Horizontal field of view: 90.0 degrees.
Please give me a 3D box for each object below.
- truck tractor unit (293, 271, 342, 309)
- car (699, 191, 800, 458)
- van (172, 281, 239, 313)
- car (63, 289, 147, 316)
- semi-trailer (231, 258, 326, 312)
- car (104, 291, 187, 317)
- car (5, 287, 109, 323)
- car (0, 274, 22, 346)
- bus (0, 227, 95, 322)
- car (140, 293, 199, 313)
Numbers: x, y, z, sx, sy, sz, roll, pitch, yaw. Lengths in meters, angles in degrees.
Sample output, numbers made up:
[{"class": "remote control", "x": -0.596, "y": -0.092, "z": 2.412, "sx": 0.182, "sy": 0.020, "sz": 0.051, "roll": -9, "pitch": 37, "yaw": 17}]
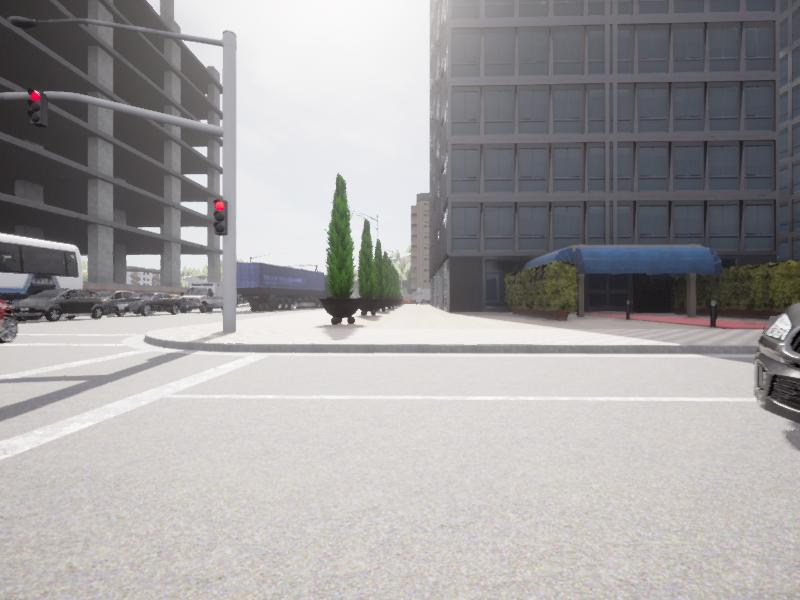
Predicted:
[{"class": "truck tractor unit", "x": -9.680, "y": -1.101, "z": 47.797, "sx": 3.053, "sy": 4.208, "sz": 6.516, "roll": 0, "pitch": 0, "yaw": 16}, {"class": "car", "x": 4.798, "y": 0.158, "z": 2.187, "sx": 4.611, "sy": 1.667, "sz": 2.242, "roll": 0, "pitch": 0, "yaw": 1}, {"class": "van", "x": -15.973, "y": -0.222, "z": 33.451, "sx": 2.351, "sy": 2.431, "sz": 6.366, "roll": 0, "pitch": 0, "yaw": 2}, {"class": "car", "x": -19.679, "y": 0.156, "z": 27.022, "sx": 2.242, "sy": 1.667, "sz": 4.611, "roll": 0, "pitch": 0, "yaw": 2}, {"class": "semi-trailer", "x": -11.379, "y": -1.219, "z": 40.060, "sx": 2.717, "sy": 4.402, "sz": 14.254, "roll": 0, "pitch": 0, "yaw": 11}, {"class": "car", "x": -16.213, "y": 0.236, "z": 25.851, "sx": 2.128, "sy": 1.511, "sz": 4.902, "roll": 0, "pitch": 0, "yaw": 2}, {"class": "car", "x": -16.420, "y": 0.215, "z": 19.427, "sx": 1.789, "sy": 1.549, "sz": 3.705, "roll": 0, "pitch": 0, "yaw": 2}, {"class": "car", "x": -8.846, "y": 0.223, "z": 7.224, "sx": 1.882, "sy": 1.535, "sz": 5.008, "roll": -1, "pitch": 0, "yaw": -31}, {"class": "bus", "x": -19.841, "y": -1.135, "z": 18.158, "sx": 3.944, "sy": 4.253, "sz": 10.273, "roll": 0, "pitch": 0, "yaw": 2}, {"class": "car", "x": -19.453, "y": 0.201, "z": 34.099, "sx": 1.801, "sy": 1.575, "sz": 5.366, "roll": 0, "pitch": 0, "yaw": 2}]
